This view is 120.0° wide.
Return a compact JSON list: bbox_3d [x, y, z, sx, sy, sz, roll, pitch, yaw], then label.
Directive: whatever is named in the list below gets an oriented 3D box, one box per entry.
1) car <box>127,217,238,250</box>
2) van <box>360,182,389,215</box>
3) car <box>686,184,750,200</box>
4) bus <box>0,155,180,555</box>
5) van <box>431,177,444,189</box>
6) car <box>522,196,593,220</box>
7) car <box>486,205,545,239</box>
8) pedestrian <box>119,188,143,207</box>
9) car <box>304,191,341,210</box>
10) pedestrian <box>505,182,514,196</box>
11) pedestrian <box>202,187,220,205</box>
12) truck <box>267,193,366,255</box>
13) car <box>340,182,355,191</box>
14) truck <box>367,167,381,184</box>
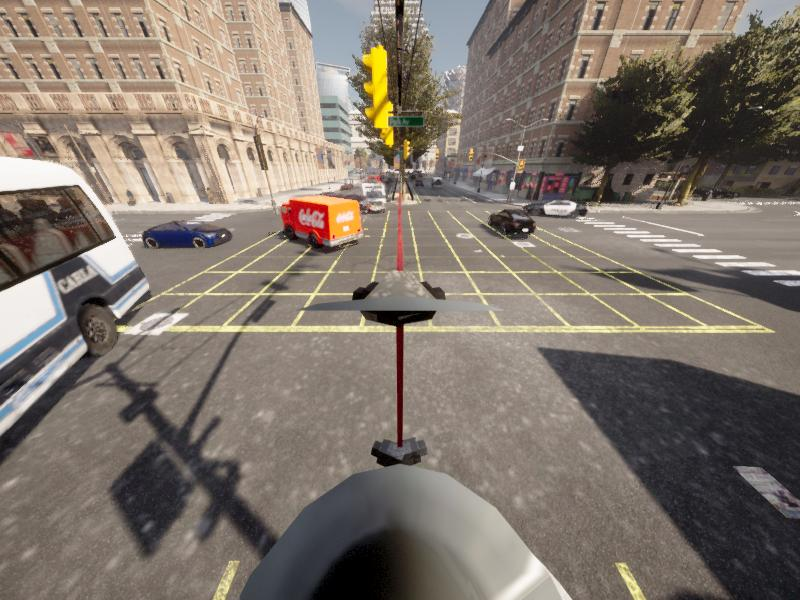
[{"bbox_3d":[-12.325,-3.913,13.414,4.181,1.385,1.994,0,30,0],"label":"car"},{"bbox_3d":[-2.815,-10.795,24.275,2.351,2.431,6.366,-6,30,-9],"label":"van"},{"bbox_3d":[46.019,-15.759,33.661,1.930,1.638,5.238,0,30,0],"label":"car"},{"bbox_3d":[-7.485,0.656,2.632,3.944,4.253,10.273,-12,32,-24],"label":"bus"},{"bbox_3d":[7.969,-25.410,49.976,2.069,2.038,4.480,0,30,0],"label":"van"},{"bbox_3d":[14.123,-8.491,21.181,4.974,1.542,2.038,13,32,22],"label":"car"},{"bbox_3d":[7.859,-5.657,16.361,1.812,1.442,4.674,0,30,0],"label":"car"},{"bbox_3d":[-29.302,-11.209,25.207,0.751,1.860,0.751,4,30,7],"label":"pedestrian"},{"bbox_3d":[-8.509,-11.092,25.689,1.845,1.501,3.633,11,32,18],"label":"car"},{"bbox_3d":[16.354,-16.577,34.505,0.751,1.860,0.751,2,30,4],"label":"pedestrian"},{"bbox_3d":[-21.365,-11.766,26.171,0.751,1.860,0.751,-1,30,-3],"label":"pedestrian"},{"bbox_3d":[-4.934,-4.723,13.724,5.204,2.467,2.627,20,36,31],"label":"truck"},{"bbox_3d":[-10.295,-22.354,45.417,1.895,1.301,4.718,0,30,0],"label":"car"},{"bbox_3d":[-6.992,-34.163,63.350,2.891,3.827,8.468,0,30,0],"label":"truck"}]
